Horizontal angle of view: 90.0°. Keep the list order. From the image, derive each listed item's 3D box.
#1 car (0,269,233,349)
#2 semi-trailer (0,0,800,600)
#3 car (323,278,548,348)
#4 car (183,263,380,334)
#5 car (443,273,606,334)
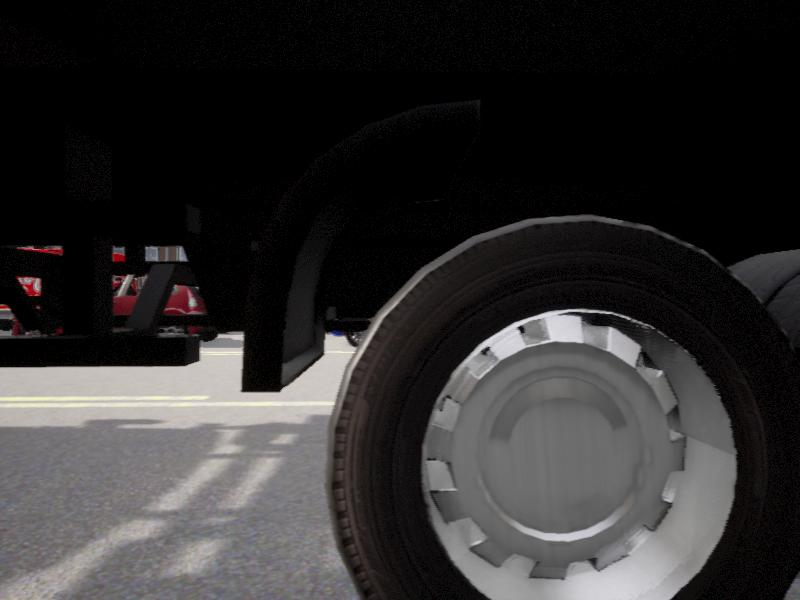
[{"bbox_3d":[-6.126,0.182,9.007,3.988,1.617,1.851,0,0,-2],"label":"car"},{"bbox_3d":[4.210,-1.216,2.292,14.254,4.402,2.717,0,0,-2],"label":"semi-trailer"},{"bbox_3d":[0.733,0.270,9.187,4.674,1.442,1.812,0,0,-2],"label":"car"},{"bbox_3d":[-3.444,-0.035,12.561,5.566,2.045,2.150,0,0,-1],"label":"car"},{"bbox_3d":[3.785,0.098,12.783,4.553,1.767,2.097,0,0,-2],"label":"car"}]
